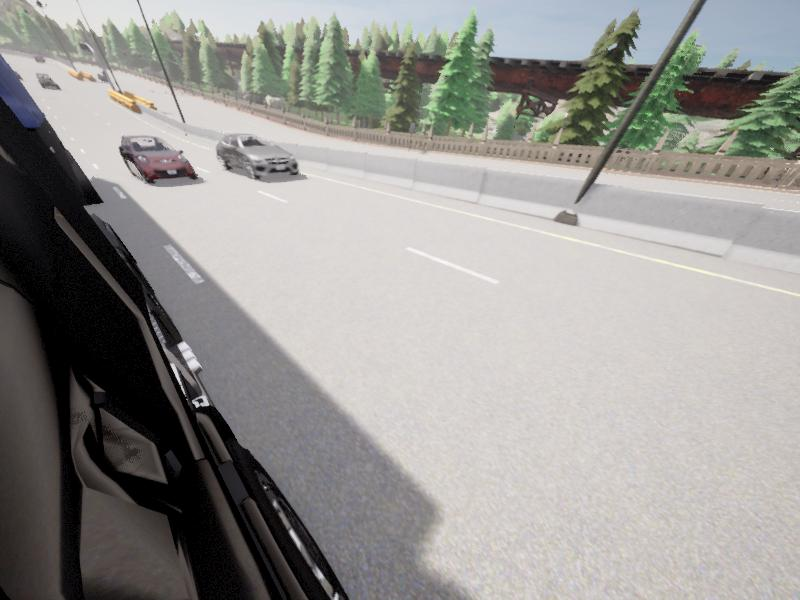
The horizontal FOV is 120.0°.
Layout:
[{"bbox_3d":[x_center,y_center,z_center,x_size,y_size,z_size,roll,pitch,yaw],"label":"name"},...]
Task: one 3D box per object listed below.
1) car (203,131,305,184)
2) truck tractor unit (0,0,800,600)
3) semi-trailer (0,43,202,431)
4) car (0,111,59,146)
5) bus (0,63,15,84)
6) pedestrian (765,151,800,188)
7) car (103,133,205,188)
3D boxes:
[{"bbox_3d":[-7.243,-7.175,11.408,5.027,1.651,2.152,28,44,30],"label":"car"},{"bbox_3d":[-2.645,-0.295,0.351,6.516,4.208,3.053,28,44,30],"label":"truck tractor unit"},{"bbox_3d":[-8.695,-3.611,4.225,14.254,4.402,2.717,28,44,30],"label":"semi-trailer"},{"bbox_3d":[-26.621,-12.313,16.514,5.366,1.575,1.801,30,45,28],"label":"car"},{"bbox_3d":[-67.930,-35.708,34.094,3.944,4.253,10.273,30,45,22],"label":"bus"},{"bbox_3d":[23.429,-7.776,13.706,0.751,1.860,0.751,34,46,25],"label":"pedestrian"},{"bbox_3d":[-10.201,-5.917,9.612,3.633,1.501,1.845,27,43,29],"label":"car"}]
